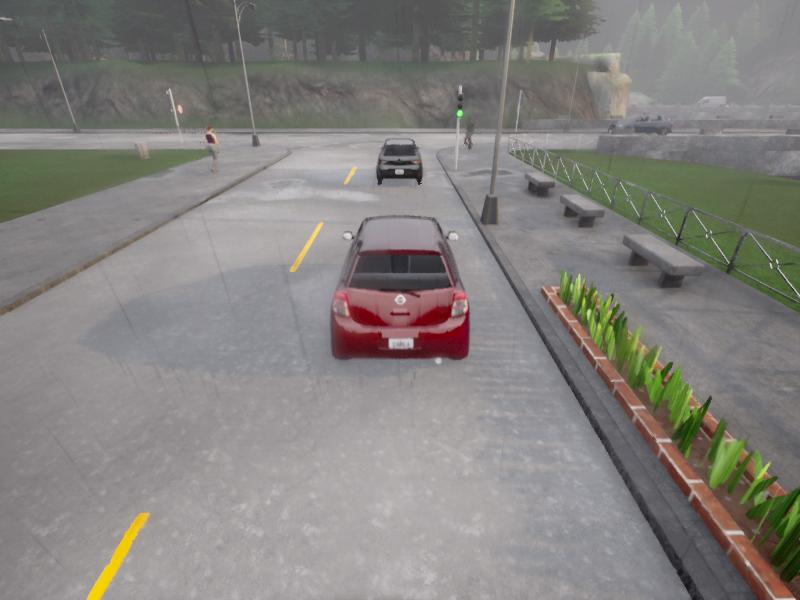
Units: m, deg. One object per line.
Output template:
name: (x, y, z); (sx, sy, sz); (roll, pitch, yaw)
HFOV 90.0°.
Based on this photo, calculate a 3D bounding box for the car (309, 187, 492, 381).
car: (0.002, -0.545, 5.989); (1.845, 1.501, 3.633); (0, 27, 0)

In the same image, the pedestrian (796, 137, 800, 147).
pedestrian: (24.808, -10.109, 23.933); (0.751, 1.860, 0.751); (0, 27, 0)

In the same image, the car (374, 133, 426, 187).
car: (-0.011, -5.766, 16.195); (1.816, 1.474, 4.193); (0, 27, 0)

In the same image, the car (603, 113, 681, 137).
car: (19.434, -14.192, 32.358); (4.611, 1.667, 2.242); (0, 27, 0)

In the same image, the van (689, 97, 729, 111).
van: (64.274, -40.918, 83.307); (5.915, 2.561, 1.988); (0, 27, 0)

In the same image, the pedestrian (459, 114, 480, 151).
pedestrian: (3.929, -9.464, 22.662); (0.751, 1.860, 0.751); (-10, 29, -19)

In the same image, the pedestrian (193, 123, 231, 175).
pedestrian: (-7.568, -6.097, 16.141); (0.751, 1.860, 0.751); (7, 28, 14)
